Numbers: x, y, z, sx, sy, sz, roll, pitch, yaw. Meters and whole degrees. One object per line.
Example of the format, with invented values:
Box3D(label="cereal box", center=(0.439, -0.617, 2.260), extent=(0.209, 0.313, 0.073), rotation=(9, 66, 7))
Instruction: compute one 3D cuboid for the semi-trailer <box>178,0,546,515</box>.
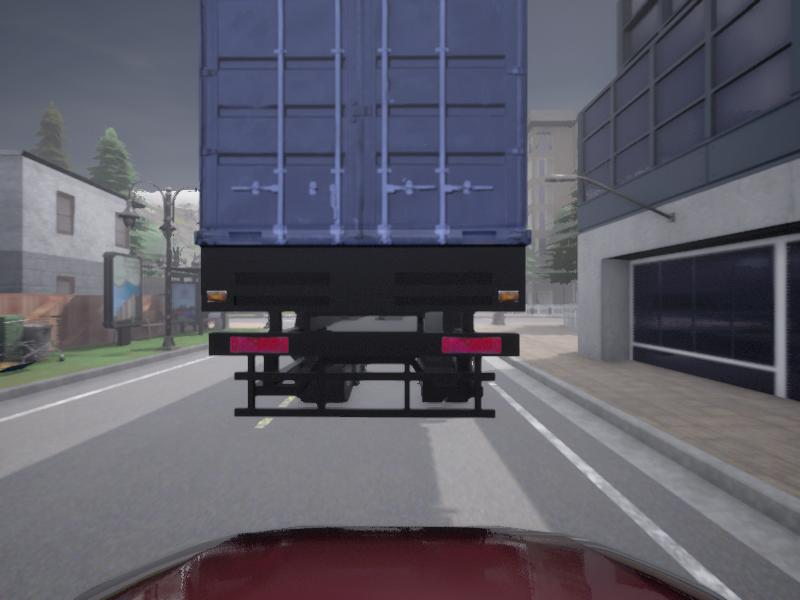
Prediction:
Box3D(label="semi-trailer", center=(-0.164, -0.625, 10.071), extent=(2.717, 4.402, 14.254), rotation=(0, 0, 1))

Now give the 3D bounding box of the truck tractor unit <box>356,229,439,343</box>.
Box3D(label="truck tractor unit", center=(-0.010, -0.534, 17.983), extent=(3.053, 4.208, 6.516), rotation=(0, 0, 1))
